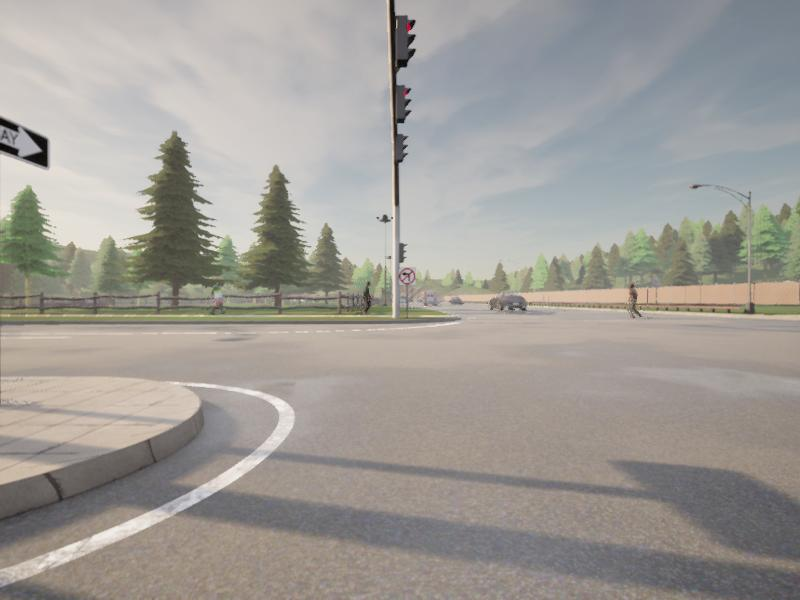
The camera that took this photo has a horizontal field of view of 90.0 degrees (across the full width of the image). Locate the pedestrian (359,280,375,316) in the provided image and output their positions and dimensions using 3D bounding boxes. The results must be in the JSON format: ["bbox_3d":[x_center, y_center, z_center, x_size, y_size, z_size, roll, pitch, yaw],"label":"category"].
[{"bbox_3d":[-1.715,-0.113,21.020,0.751,1.860,0.751,0,0,4],"label":"pedestrian"}]

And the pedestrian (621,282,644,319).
[{"bbox_3d":[11.803,0.025,20.298,0.751,1.860,0.751,0,0,2],"label":"pedestrian"}]

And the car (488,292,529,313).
[{"bbox_3d":[9.226,0.171,34.464,2.152,1.651,5.027,0,0,-1],"label":"car"}]

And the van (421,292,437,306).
[{"bbox_3d":[5.243,-0.233,72.470,2.351,2.431,6.366,0,0,-1],"label":"van"}]

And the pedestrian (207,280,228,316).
[{"bbox_3d":[-9.818,-0.104,21.567,0.751,1.860,0.751,0,0,3],"label":"pedestrian"}]
